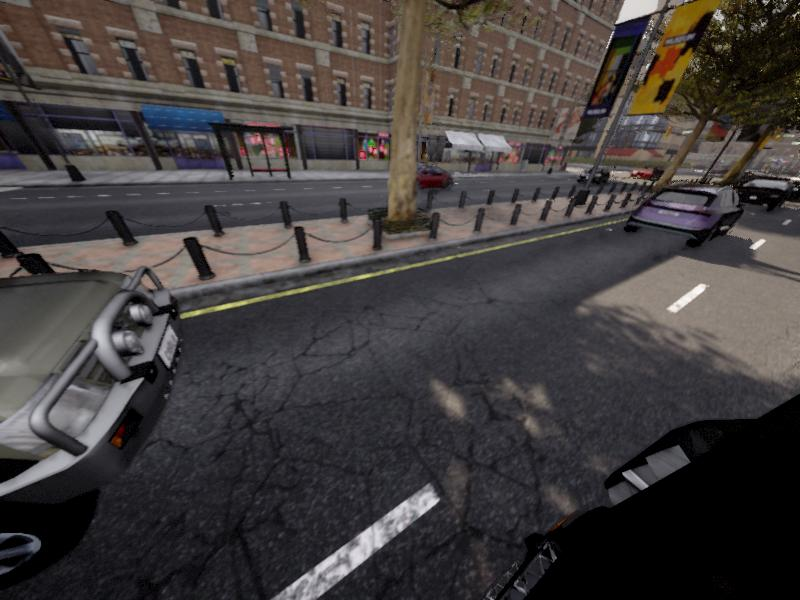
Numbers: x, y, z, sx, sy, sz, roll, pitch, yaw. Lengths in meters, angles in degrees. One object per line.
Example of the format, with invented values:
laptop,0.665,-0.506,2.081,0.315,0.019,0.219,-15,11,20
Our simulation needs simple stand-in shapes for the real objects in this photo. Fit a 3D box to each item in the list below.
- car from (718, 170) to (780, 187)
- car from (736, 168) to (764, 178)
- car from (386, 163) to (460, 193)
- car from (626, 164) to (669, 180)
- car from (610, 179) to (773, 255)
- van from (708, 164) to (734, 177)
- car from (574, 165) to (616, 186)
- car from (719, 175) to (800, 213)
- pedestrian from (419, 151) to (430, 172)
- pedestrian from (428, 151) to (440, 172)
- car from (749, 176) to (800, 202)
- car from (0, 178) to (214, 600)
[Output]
car,45.135,-15.943,30.125,1.837,1.490,4.892,13,35,14
car,69.047,-25.069,45.590,5.238,1.638,1.930,-16,38,-26
car,1.444,-7.857,14.771,4.181,1.385,1.994,-16,38,-26
car,32.841,-16.957,30.604,4.611,1.667,2.242,-16,38,-26
car,9.936,-3.075,7.901,4.856,1.649,2.033,-16,38,-26
van,65.243,-26.351,46.942,4.442,1.987,1.775,-16,38,-26
car,19.134,-12.240,22.618,3.806,1.475,1.970,-24,42,-34
car,22.444,-6.656,14.240,5.238,1.638,1.930,-16,38,-26
pedestrian,2.491,-14.112,23.571,0.751,1.860,0.751,-12,36,-21
pedestrian,3.607,-14.700,24.545,0.751,1.860,0.751,-10,35,-18
car,30.356,-8.847,18.293,3.806,1.475,1.970,-14,37,-24
car,-3.901,0.779,0.817,4.605,1.855,1.932,-16,38,-26
